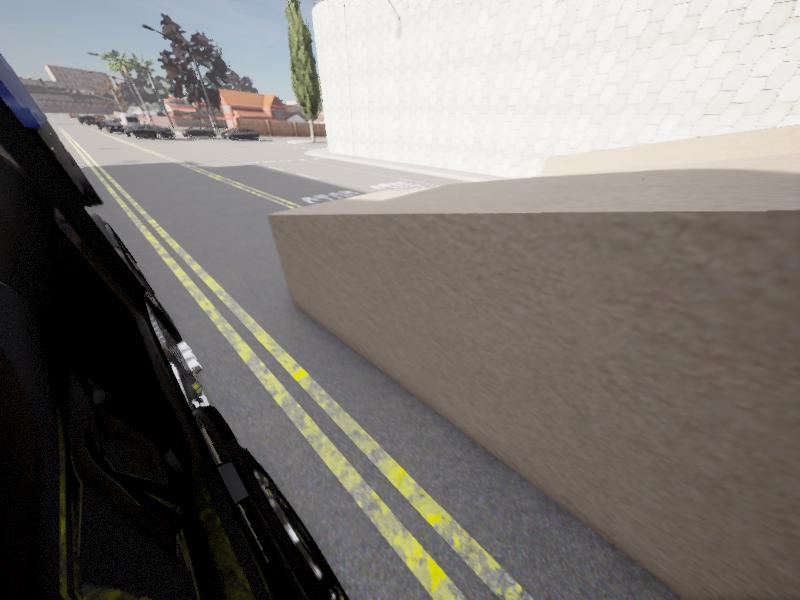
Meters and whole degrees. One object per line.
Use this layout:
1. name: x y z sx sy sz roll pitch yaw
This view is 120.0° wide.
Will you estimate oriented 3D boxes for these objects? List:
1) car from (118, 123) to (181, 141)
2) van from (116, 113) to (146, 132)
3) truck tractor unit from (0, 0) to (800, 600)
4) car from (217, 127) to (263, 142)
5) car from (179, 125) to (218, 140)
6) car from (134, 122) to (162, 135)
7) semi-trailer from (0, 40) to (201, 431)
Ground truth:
1. car: -29.968 -20.207 27.793 4.892 1.490 1.837 -1 37 -5
2. van: -49.049 -32.378 42.125 5.915 2.561 1.988 28 43 30
3. truck tractor unit: -2.645 -0.295 0.351 6.516 4.208 3.053 28 44 30
4. car: -21.907 -22.786 31.797 2.007 1.525 4.514 28 43 30
5. car: -27.408 -22.893 31.549 3.705 1.549 1.789 -21 43 -29
6. car: -39.481 -26.904 36.241 3.806 1.475 1.970 28 43 30
7. semi-trailer: -8.698 -3.591 4.247 14.254 4.402 2.717 28 43 30
